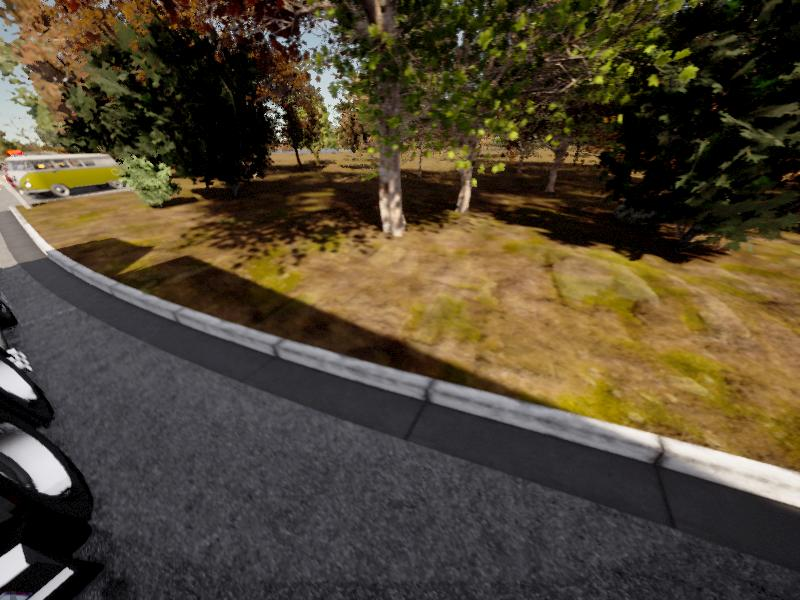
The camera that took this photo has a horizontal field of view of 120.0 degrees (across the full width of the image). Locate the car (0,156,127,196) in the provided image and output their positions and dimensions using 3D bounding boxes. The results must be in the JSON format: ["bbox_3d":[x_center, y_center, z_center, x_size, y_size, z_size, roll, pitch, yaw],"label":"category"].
[{"bbox_3d":[-21.995,-8.257,15.162,2.185,1.767,4.553,7,35,12],"label":"car"}]

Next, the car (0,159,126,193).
[{"bbox_3d":[-24.397,-9.166,16.796,1.946,1.575,5.366,7,35,13],"label":"car"}]

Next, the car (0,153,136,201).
[{"bbox_3d":[-19.543,-7.414,13.661,1.878,1.987,4.442,7,35,12],"label":"car"}]

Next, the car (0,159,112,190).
[{"bbox_3d":[-26.932,-9.857,17.902,1.946,1.575,5.366,8,36,13],"label":"car"}]

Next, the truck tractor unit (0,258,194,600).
[{"bbox_3d":[-5.109,-0.293,0.829,6.516,4.208,3.053,18,38,25],"label":"truck tractor unit"}]
